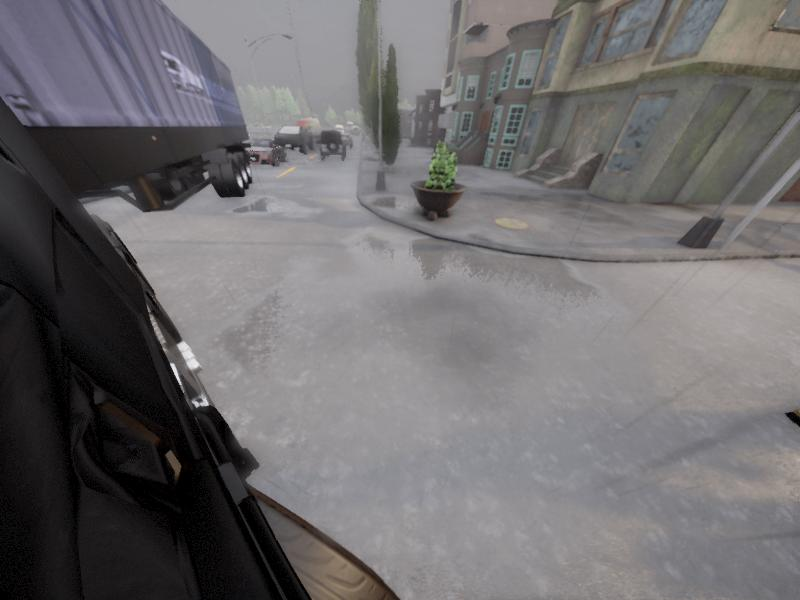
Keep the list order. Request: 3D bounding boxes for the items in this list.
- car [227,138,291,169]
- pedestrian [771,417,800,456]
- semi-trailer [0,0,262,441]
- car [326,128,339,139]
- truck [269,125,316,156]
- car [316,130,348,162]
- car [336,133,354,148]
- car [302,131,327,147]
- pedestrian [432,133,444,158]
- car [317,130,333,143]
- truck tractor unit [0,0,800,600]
[{"bbox_3d":[-8.763,-9.493,14.844,1.994,1.385,4.181,-3,37,-7],"label":"car"},{"bbox_3d":[3.868,0.640,1.362,0.751,1.860,0.751,-10,38,-17],"label":"pedestrian"},{"bbox_3d":[-6.260,-4.547,5.709,2.717,4.402,14.254,-11,39,-18],"label":"semi-trailer"},{"bbox_3d":[-14.359,-35.661,49.560,1.932,1.855,4.605,-3,36,-7],"label":"car"},{"bbox_3d":[-9.948,-15.331,22.072,2.390,2.098,6.274,-3,37,-7],"label":"truck"},{"bbox_3d":[-5.352,-12.543,18.724,1.905,1.878,3.866,-3,37,-7],"label":"car"},{"bbox_3d":[-7.315,-21.413,30.980,1.970,1.475,3.806,-3,37,-7],"label":"car"},{"bbox_3d":[-11.391,-21.740,31.168,2.128,1.511,4.902,-3,37,-7],"label":"car"},{"bbox_3d":[3.509,-14.258,21.373,0.751,1.860,0.751,0,36,-3],"label":"pedestrian"},{"bbox_3d":[-12.744,-28.050,39.582,1.801,1.575,5.366,-3,37,-7],"label":"car"},{"bbox_3d":[-2.645,-0.295,0.351,6.516,4.208,3.053,28,44,30],"label":"truck tractor unit"}]
